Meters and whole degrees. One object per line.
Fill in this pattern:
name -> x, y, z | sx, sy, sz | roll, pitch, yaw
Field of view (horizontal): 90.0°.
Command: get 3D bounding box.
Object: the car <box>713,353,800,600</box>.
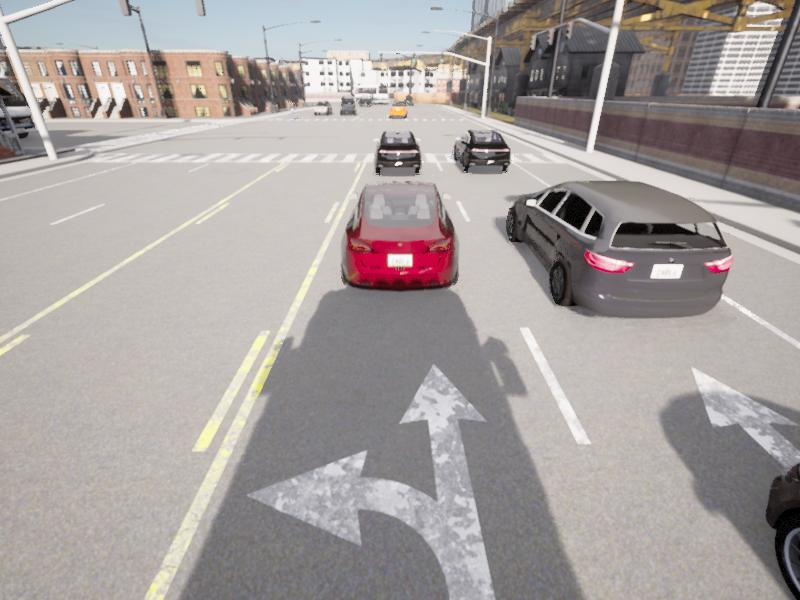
car -> 3.501, 2.074, 0.909 | 1.812, 1.442, 4.674 | 0, 28, 0

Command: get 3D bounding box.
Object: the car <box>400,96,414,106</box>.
car -> 1.669, -45.578, 91.549 | 1.905, 1.878, 3.866 | -10, 29, -18

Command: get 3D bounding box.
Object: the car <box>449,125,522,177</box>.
car -> 3.502, -6.639, 17.496 | 2.128, 1.511, 4.902 | 0, 28, 0

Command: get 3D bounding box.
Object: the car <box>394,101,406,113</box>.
car -> 0.005, -30.071, 62.263 | 1.882, 1.535, 5.008 | 0, 28, 0

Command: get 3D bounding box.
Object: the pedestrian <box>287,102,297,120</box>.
pedestrian -> -12.238, -21.433, 45.354 | 0.751, 1.860, 0.751 | -3, 28, -5

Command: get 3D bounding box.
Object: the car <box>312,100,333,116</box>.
car -> -10.495, -26.197, 54.494 | 1.932, 1.855, 4.605 | 0, 28, 0

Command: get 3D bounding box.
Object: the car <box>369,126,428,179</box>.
car -> -0.108, -6.414, 17.065 | 2.128, 1.511, 4.902 | -1, 28, -1

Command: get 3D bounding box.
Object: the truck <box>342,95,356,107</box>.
truck -> -10.990, -42.581, 85.572 | 2.390, 2.098, 6.274 | -5, 28, -9

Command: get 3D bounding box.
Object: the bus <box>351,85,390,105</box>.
bus -> -7.434, -50.899, 99.147 | 3.944, 4.253, 10.273 | -22, 35, -36

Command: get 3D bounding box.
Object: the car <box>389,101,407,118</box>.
car -> -0.165, -24.145, 50.656 | 2.097, 1.767, 4.553 | 1, 28, 2

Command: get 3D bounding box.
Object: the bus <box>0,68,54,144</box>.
bus -> -30.069, -12.664, 26.070 | 10.273, 4.253, 3.944 | 0, 28, 0

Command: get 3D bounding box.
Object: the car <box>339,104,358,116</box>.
car -> -6.994, -25.879, 54.434 | 1.994, 1.385, 4.181 | 0, 28, 0

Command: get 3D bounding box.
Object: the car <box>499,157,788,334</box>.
car -> 3.504, -1.343, 7.201 | 2.242, 1.667, 4.611 | 0, 28, 0

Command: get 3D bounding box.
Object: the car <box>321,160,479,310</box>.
car -> 0.002, -1.621, 7.935 | 2.163, 1.488, 4.792 | 0, 28, 0

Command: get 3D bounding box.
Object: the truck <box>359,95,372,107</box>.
truck -> -7.060, -41.240, 83.007 | 2.390, 2.098, 6.274 | -1, 28, -3
